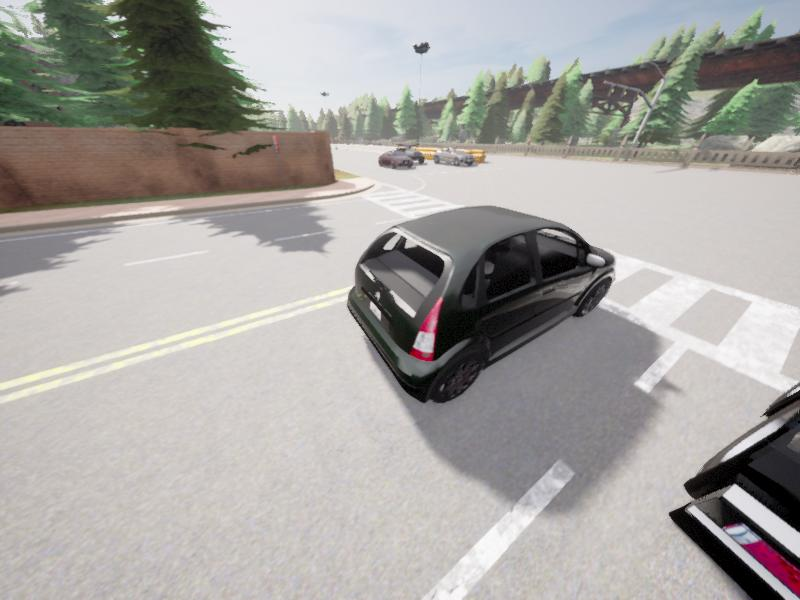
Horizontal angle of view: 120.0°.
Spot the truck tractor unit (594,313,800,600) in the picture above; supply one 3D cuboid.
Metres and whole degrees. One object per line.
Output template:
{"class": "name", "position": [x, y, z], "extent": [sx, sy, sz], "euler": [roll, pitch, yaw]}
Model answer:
{"class": "truck tractor unit", "position": [5.216, -0.179, 0.608], "extent": [6.516, 4.208, 3.053], "euler": [-14, 38, -19]}

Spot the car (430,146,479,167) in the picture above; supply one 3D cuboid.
{"class": "car", "position": [5.706, -15.471, 24.812], "extent": [2.152, 1.651, 5.027], "euler": [-18, 39, -25]}

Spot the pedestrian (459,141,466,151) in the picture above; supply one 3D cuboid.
{"class": "pedestrian", "position": [13.868, -34.289, 51.353], "extent": [0.751, 1.860, 0.751], "euler": [-17, 39, -23]}

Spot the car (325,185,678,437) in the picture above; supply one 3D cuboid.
{"class": "car", "position": [1.360, -0.416, 3.201], "extent": [3.988, 1.617, 1.851], "euler": [-19, 39, -25]}

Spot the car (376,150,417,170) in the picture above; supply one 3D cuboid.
{"class": "car", "position": [-0.436, -13.470, 22.102], "extent": [1.994, 1.385, 4.181], "euler": [-18, 39, -25]}

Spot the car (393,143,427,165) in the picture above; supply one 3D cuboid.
{"class": "car", "position": [1.052, -16.187, 25.556], "extent": [1.905, 1.878, 3.866], "euler": [-18, 39, -25]}
